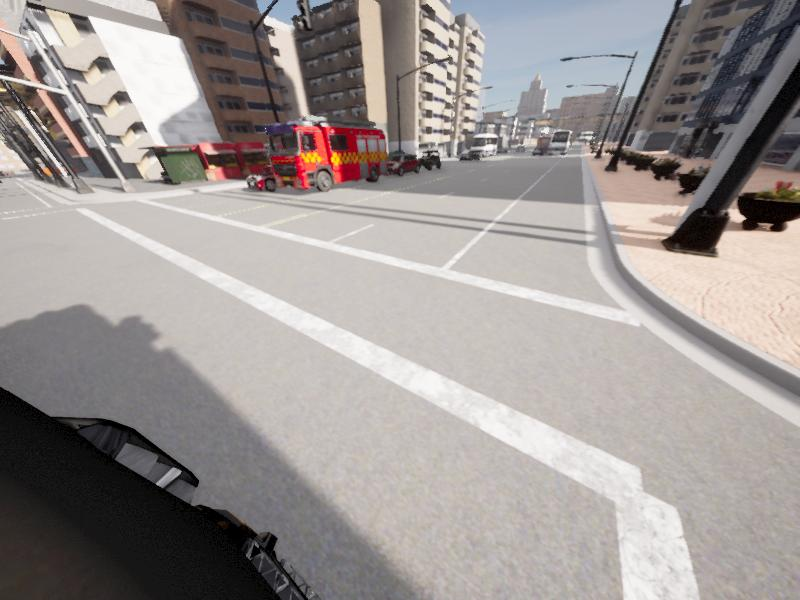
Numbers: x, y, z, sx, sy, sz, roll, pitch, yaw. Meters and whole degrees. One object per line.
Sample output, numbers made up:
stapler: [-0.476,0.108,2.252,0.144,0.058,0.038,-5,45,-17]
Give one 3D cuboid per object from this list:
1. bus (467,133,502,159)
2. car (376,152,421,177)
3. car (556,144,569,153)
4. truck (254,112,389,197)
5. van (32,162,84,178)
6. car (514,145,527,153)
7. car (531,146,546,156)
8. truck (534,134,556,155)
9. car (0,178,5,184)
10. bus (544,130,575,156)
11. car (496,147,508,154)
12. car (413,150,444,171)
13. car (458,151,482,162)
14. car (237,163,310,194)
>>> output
bus: [18.732,-33.912,50.912,3.944,4.253,10.273,18,38,28]
car: [0.012,-13.035,22.176,2.097,1.767,4.553,18,38,28]
car: [42.522,-39.790,60.588,2.152,1.651,5.027,18,40,28]
truck: [-4.441,-10.016,15.973,2.891,3.827,8.468,18,38,28]
van: [-59.079,-22.560,40.029,1.775,1.987,4.442,18,39,28]
car: [34.740,-43.705,66.764,2.242,1.667,4.611,18,40,28]
car: [29.935,-32.131,49.901,2.033,1.649,4.856,18,39,28]
truck: [35.700,-38.261,56.683,2.891,3.827,8.468,18,40,28]
car: [-56.458,-16.825,31.354,3.866,1.878,1.905,16,38,25]
bus: [34.218,-33.630,49.499,3.944,4.253,10.273,18,39,28]
car: [28.242,-41.324,63.952,1.994,1.385,4.181,18,39,28]
car: [3.257,-15.958,26.389,1.905,1.878,3.866,18,38,28]
car: [11.738,-24.052,38.817,1.994,1.385,4.181,26,42,36]
car: [-8.774,-8.714,16.392,1.970,1.475,3.806,18,38,28]
